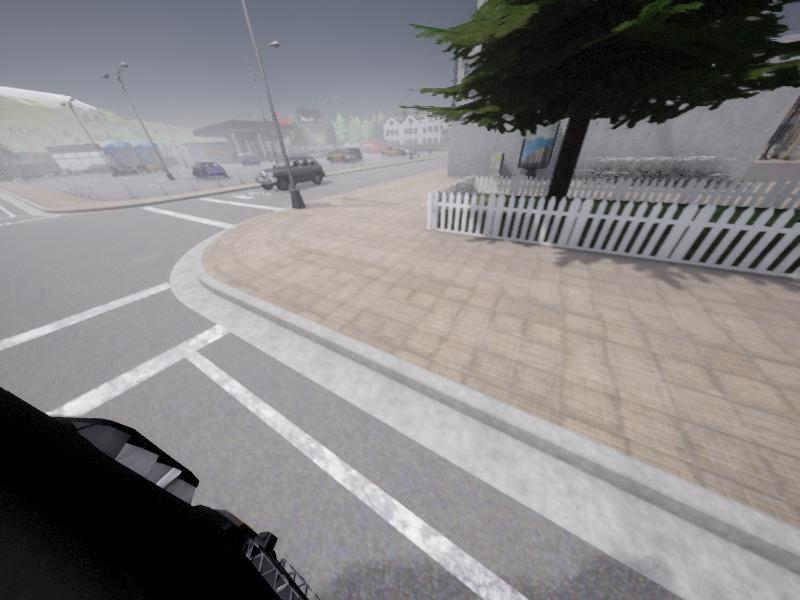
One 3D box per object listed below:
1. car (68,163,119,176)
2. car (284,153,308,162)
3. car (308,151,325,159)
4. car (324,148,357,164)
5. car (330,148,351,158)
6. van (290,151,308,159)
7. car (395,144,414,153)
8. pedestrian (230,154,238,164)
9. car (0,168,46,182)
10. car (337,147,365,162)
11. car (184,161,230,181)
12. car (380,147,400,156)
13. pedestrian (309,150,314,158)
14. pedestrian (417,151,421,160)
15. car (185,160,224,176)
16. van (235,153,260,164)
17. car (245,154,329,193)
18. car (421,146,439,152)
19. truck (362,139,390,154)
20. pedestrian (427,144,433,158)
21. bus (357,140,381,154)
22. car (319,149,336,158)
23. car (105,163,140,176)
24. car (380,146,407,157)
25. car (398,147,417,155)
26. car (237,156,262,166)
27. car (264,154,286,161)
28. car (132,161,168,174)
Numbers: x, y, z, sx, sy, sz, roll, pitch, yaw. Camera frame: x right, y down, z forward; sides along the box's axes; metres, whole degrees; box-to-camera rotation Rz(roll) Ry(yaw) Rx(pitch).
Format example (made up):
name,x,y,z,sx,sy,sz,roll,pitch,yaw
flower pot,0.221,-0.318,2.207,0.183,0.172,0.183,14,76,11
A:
name,x,y,z,sx,sy,sz,roll,pitch,yaw
car,-55.198,-23.618,41.773,1.930,1.638,5.238,17,39,27
car,-21.659,-29.798,48.247,4.514,1.523,2.007,17,38,27
car,-21.882,-37.894,60.452,3.806,1.475,1.970,17,38,27
car,-9.139,-22.025,35.358,4.605,1.855,1.932,17,38,27
car,-14.622,-35.940,56.522,4.605,1.855,1.932,17,38,27
van,-30.361,-43.502,69.258,1.775,1.987,4.442,17,39,27
car,1.348,-45.724,69.810,5.566,2.045,2.150,17,39,27
pedestrian,-37.724,-32.036,52.506,0.751,1.860,0.751,17,38,26
car,-59.453,-19.529,36.132,1.816,1.474,4.193,17,39,27
car,-7.991,-23.586,37.563,3.866,1.878,1.905,17,38,27
car,-18.847,-12.641,22.586,3.633,1.501,1.845,17,38,27
car,-2.466,-36.620,56.986,4.514,1.523,2.007,17,38,27
pedestrian,-26.146,-43.187,68.271,0.751,1.860,0.751,17,39,27
pedestrian,2.914,-22.413,35.770,0.500,1.100,0.500,18,39,28
car,-23.653,-16.024,28.009,3.806,1.475,1.970,17,38,27
van,-38.509,-35.825,58.376,2.069,2.038,4.480,17,39,27
car,-7.390,-8.716,15.730,1.932,1.855,4.605,17,38,27
car,8.455,-43.263,66.264,4.718,1.301,1.895,17,39,27
truck,-7.567,-49.166,73.998,8.468,3.827,2.891,17,39,27
pedestrian,4.950,-24.742,38.408,0.751,1.860,0.751,15,38,25
bus,-12.927,-64.565,97.325,3.944,4.253,10.273,17,39,27
car,-19.653,-39.616,62.343,3.866,1.878,1.905,17,38,27
car,-41.116,-19.393,34.260,4.514,1.523,2.007,17,38,27
car,-1.376,-29.849,46.547,5.027,1.636,2.152,17,38,27
car,1.666,-33.041,51.221,3.806,1.475,1.970,17,38,27
car,-26.858,-24.849,41.295,3.633,1.501,1.845,17,38,27
car,-34.463,-39.454,63.884,2.038,1.542,4.974,17,39,27
car,-39.541,-20.965,36.470,5.027,1.636,2.152,17,38,27
